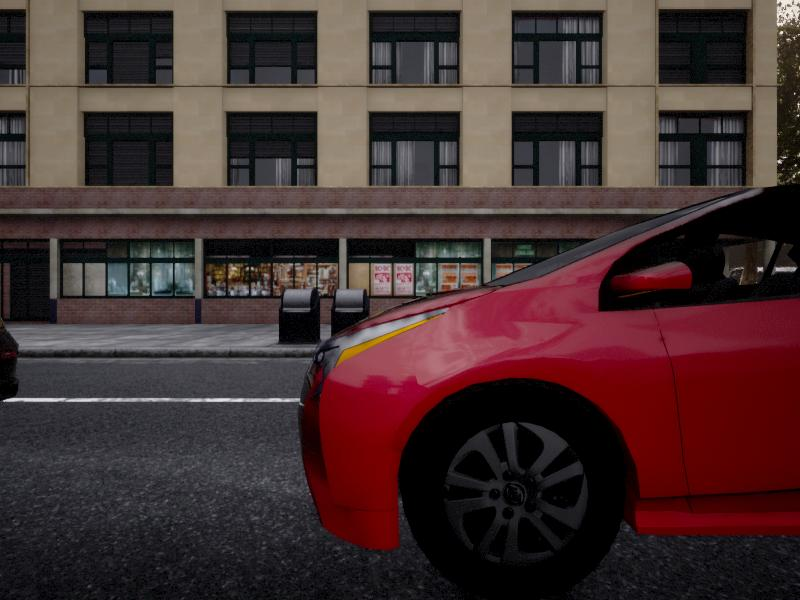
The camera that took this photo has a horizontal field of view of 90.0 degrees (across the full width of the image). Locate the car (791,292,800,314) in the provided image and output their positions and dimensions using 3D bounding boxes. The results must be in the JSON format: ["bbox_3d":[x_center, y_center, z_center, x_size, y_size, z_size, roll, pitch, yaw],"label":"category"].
[{"bbox_3d":[29.894,0.201,26.977,1.801,1.575,5.366,0,0,-1],"label":"car"}]

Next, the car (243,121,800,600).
[{"bbox_3d":[1.791,0.228,2.195,4.514,1.525,2.007,0,0,0],"label":"car"}]

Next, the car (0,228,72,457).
[{"bbox_3d":[-4.859,0.270,2.172,4.674,1.442,1.812,0,0,0],"label":"car"}]

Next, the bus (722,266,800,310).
[{"bbox_3d":[39.062,-1.136,40.207,10.273,4.253,3.944,0,0,0],"label":"bus"}]
